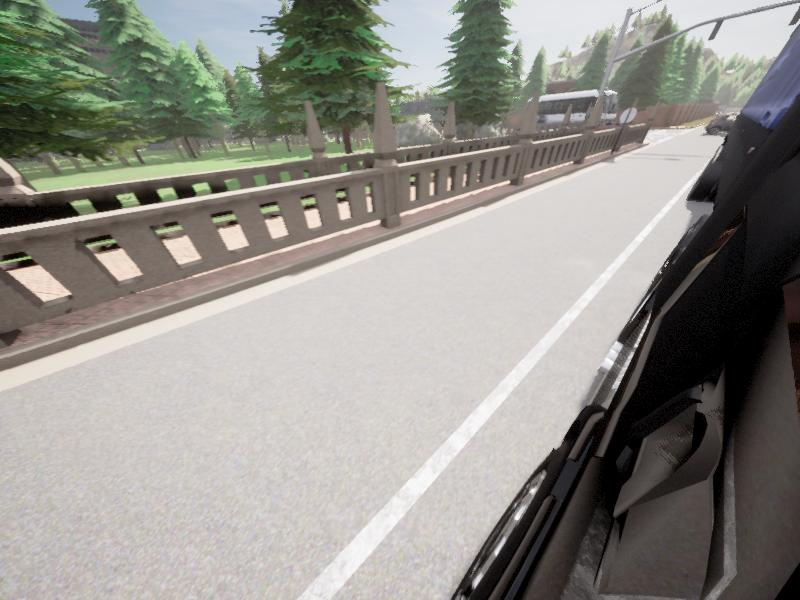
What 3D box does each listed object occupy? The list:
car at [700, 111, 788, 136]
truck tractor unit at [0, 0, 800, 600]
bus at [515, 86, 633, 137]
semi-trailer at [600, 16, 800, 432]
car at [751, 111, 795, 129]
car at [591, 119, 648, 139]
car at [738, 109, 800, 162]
[{"bbox_3d":[30.971,-16.073,21.061,3.988,1.617,1.851,25,45,32],"label":"car"},{"bbox_3d":[2.645,-0.295,0.352,6.516,4.208,3.053,-28,44,-30],"label":"truck tractor unit"},{"bbox_3d":[20.947,-23.180,28.961,3.944,4.253,10.273,-29,44,-29],"label":"bus"},{"bbox_3d":[8.561,-3.730,4.307,14.254,4.402,2.717,-30,45,-31],"label":"semi-trailer"},{"bbox_3d":[39.978,-19.353,24.856,4.181,1.385,1.994,-29,44,-29],"label":"car"},{"bbox_3d":[22.486,-17.611,23.795,1.845,1.501,3.633,-28,44,-29],"label":"car"},{"bbox_3d":[19.526,-8.441,11.729,4.605,1.855,1.932,-30,45,-29],"label":"car"}]
